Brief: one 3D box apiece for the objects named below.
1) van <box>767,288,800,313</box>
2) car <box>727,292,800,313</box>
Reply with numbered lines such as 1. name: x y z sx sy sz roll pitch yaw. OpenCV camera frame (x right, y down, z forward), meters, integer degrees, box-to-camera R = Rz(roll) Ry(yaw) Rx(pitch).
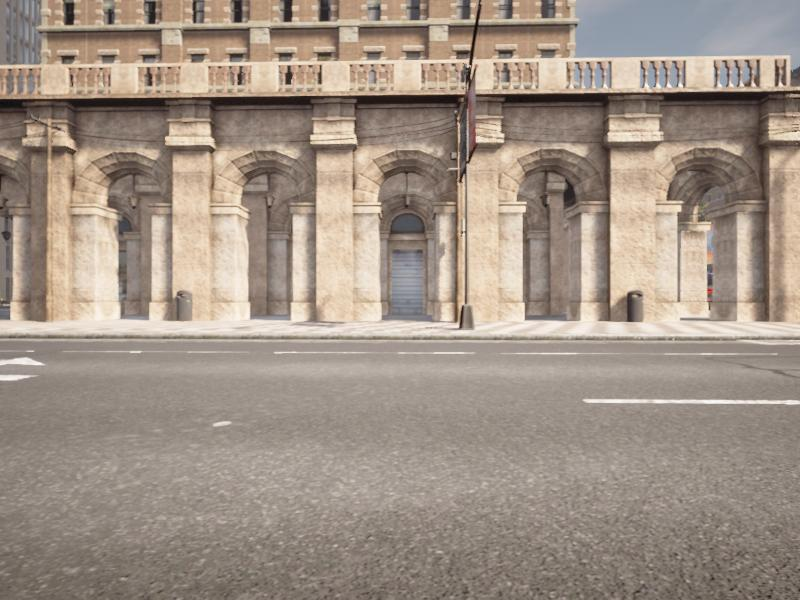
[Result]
1. van: 33.303 0.025 33.104 1.775 1.987 4.442 0 0 1
2. car: 29.794 0.200 32.806 2.033 1.649 4.856 0 0 1
